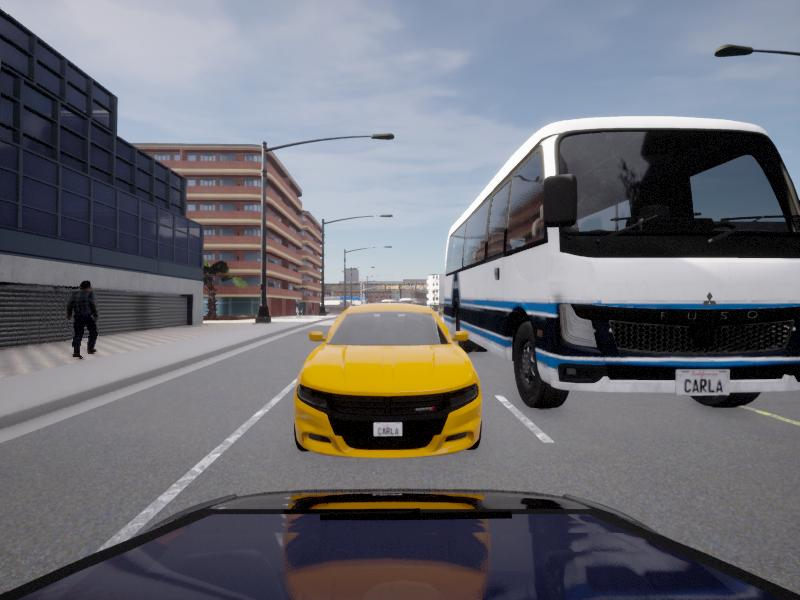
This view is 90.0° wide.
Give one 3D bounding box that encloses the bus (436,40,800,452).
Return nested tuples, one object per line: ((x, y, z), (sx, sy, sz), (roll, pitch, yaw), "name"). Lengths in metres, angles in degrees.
((3.384, -0.601, 9.306), (3.944, 4.253, 10.273), (0, 1, -1), "bus")

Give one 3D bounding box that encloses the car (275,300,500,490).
((-0.158, 0.790, 5.854), (1.882, 1.535, 5.008), (0, 1, -1), "car")

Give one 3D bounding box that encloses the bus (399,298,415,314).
((1.772, 1.666, 110.846), (3.944, 4.253, 10.273), (0, -1, -1), "bus")

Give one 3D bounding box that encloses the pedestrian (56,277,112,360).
((-7.430, 0.419, 9.441), (0.751, 1.860, 0.751), (0, -1, -10), "pedestrian")

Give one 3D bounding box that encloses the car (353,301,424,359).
((-0.325, 0.768, 12.619), (1.812, 1.442, 4.674), (0, 1, -1), "car")
